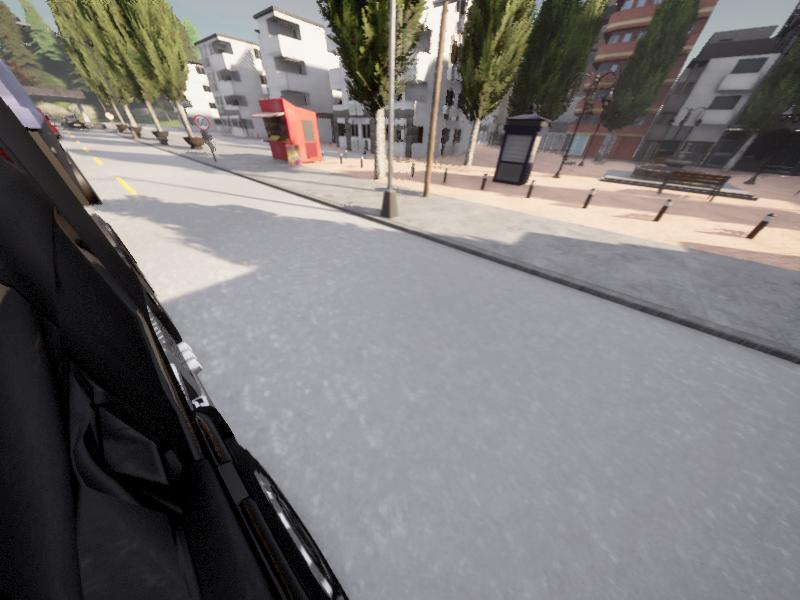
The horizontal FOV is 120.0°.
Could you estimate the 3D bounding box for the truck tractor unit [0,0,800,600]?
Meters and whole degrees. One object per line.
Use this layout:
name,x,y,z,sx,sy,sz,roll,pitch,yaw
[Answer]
truck tractor unit,-2.645,-0.295,0.351,6.516,4.208,3.053,28,44,30

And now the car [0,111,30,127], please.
car,-62.064,-28.217,35.962,3.866,1.878,1.905,-11,38,-18

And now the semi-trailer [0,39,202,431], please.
semi-trailer,-8.713,-3.588,4.222,14.254,4.402,2.717,28,43,30

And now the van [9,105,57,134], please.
van,-45.068,-22.279,28.548,5.915,2.561,1.988,28,44,30

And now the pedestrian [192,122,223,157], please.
pedestrian,-12.757,-10.640,15.368,0.751,1.860,0.751,17,39,18

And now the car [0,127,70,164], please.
car,-20.575,-8.680,12.849,4.181,1.385,1.994,28,43,30

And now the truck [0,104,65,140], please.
truck,-35.563,-17.133,22.324,5.204,2.467,2.627,28,43,30
